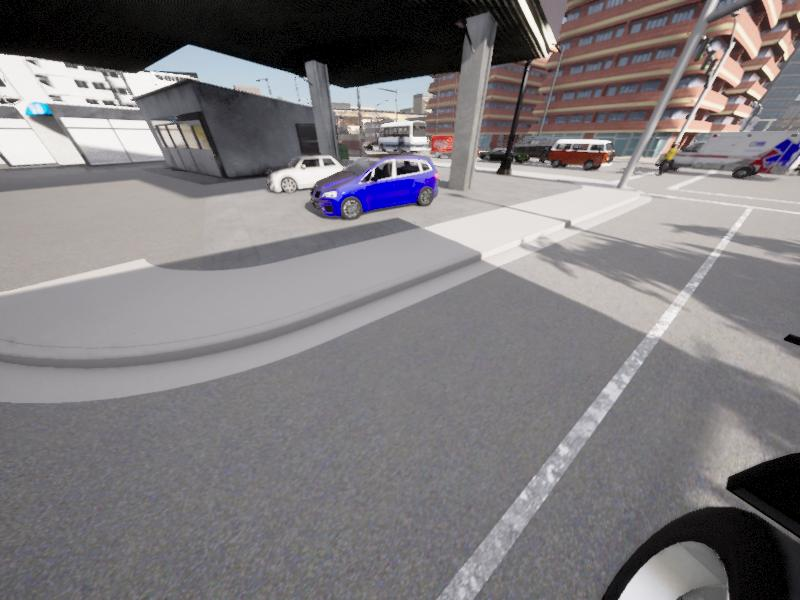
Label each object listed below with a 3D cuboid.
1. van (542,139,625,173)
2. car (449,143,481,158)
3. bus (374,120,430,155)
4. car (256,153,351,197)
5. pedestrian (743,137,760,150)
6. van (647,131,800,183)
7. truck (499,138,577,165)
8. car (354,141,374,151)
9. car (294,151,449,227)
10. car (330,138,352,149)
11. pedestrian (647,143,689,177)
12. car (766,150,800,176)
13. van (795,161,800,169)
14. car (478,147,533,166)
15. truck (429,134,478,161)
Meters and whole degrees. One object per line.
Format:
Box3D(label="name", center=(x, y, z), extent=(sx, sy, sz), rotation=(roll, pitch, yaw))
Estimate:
Box3D(label="van", center=(14.623, -11.805, 18.774), extent=(2.069, 2.038, 4.480), rotation=(-23, 41, -29))
Box3D(label="car", center=(8.586, -19.861, 30.691), extent=(1.845, 1.501, 3.633), rotation=(-23, 41, -29))
Box3D(label="bus", center=(-0.007, -27.652, 39.442), extent=(3.944, 4.253, 10.273), rotation=(-23, 41, -28))
Box3D(label="car", center=(-4.750, -6.438, 11.702), extent=(3.806, 1.475, 1.970), rotation=(-22, 41, -28))
Box3D(label="pedestrian", center=(59.903, -26.641, 39.328), extent=(0.751, 1.860, 0.751), rotation=(-24, 41, -29))
Box3D(label="van", center=(21.610, -9.615, 15.279), extent=(2.351, 2.431, 6.366), rotation=(-18, 39, -23))
Box3D(label="truck", center=(14.081, -15.630, 24.154), extent=(2.390, 2.098, 6.274), rotation=(-22, 41, -28))
Box3D(label="car", center=(-7.739, -32.800, 49.161), extent=(2.038, 1.542, 4.974), rotation=(-23, 41, -29))
Box3D(label="car", center=(-0.832, -4.123, 8.110), extent=(4.611, 1.667, 2.242), rotation=(-22, 41, -28))
Box3D(label="car", center=(-13.941, -36.936, 54.585), extent=(5.566, 2.045, 2.150), rotation=(29, 45, 34))
Box3D(label="pedestrian", center=(17.354, -9.081, 15.005), extent=(0.751, 1.860, 0.751), rotation=(-2, 35, -3))
Box3D(label="car", center=(28.553, -9.601, 16.127), extent=(4.181, 1.385, 1.994), rotation=(-15, 38, -20))
Box3D(label="van", center=(34.810, -11.848, 18.684), extent=(4.480, 2.038, 2.069), rotation=(-22, 41, -28))
Box3D(label="car", center=(10.599, -14.733, 23.604), extent=(1.895, 1.301, 4.718), rotation=(-23, 41, -29))
Box3D(label="truck", center=(6.311, -18.607, 28.111), extent=(2.627, 2.467, 5.204), rotation=(-23, 41, -28))
